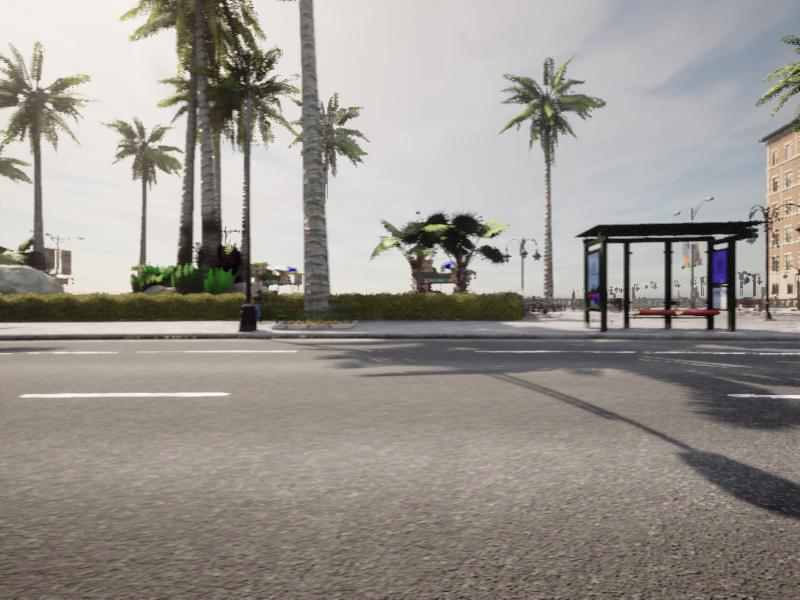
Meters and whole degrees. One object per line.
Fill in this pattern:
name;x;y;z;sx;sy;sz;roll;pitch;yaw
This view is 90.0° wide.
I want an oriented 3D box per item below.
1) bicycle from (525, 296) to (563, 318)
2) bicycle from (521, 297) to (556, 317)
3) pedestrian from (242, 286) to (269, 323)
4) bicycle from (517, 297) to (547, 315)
bicycle;6.748;0.336;18.787;1.643;1.024;0.373;0;0;12
bicycle;7.174;0.336;20.753;1.643;1.024;0.373;0;0;12
pedestrian;-5.152;0.163;14.293;0.751;1.300;0.751;0;0;-8
bicycle;7.814;0.335;23.702;1.643;1.024;0.373;0;0;12
